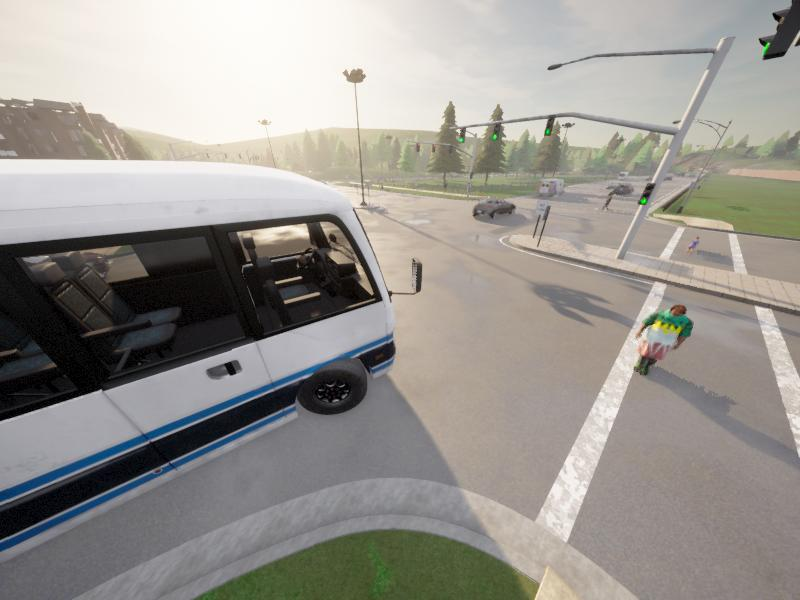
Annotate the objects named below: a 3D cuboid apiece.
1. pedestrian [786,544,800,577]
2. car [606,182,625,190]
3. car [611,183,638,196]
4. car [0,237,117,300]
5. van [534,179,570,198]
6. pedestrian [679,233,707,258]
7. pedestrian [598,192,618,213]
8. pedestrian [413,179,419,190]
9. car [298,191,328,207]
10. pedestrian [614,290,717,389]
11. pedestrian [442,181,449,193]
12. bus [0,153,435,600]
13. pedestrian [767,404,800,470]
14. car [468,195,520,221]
[{"bbox_3d":[5.009,2.642,2.027,0.751,1.860,0.751,20,36,31],"label":"pedestrian"},{"bbox_3d":[46.506,-24.635,49.739,4.718,1.301,1.895,-23,37,-34],"label":"car"},{"bbox_3d":[39.100,-19.376,40.257,4.611,1.667,2.242,-23,37,-34],"label":"car"},{"bbox_3d":[-14.762,-1.095,8.818,4.674,1.442,1.812,-23,37,-34],"label":"car"},{"bbox_3d":[24.561,-18.140,37.358,6.366,2.431,2.351,-23,37,-34],"label":"van"},{"bbox_3d":[15.477,-2.885,12.214,0.500,1.100,0.500,-25,38,-36],"label":"pedestrian"},{"bbox_3d":[21.555,-10.112,23.972,0.751,1.860,0.751,-20,36,-31],"label":"pedestrian"},{"bbox_3d":[3.173,-22.808,45.657,0.751,1.860,0.751,-20,35,-30],"label":"pedestrian"},{"bbox_3d":[-11.086,-12.821,29.205,1.994,1.385,4.181,-22,37,-33],"label":"car"},{"bbox_3d":[5.619,0.848,4.985,0.751,1.860,0.751,-23,37,-34],"label":"pedestrian"},{"bbox_3d":[7.836,-19.502,39.930,0.751,1.860,0.751,-20,36,-31],"label":"pedestrian"},{"bbox_3d":[-4.929,0.651,2.988,10.273,4.253,3.944,-18,35,-28],"label":"bus"},{"bbox_3d":[6.868,1.871,3.394,0.751,1.860,0.751,26,39,37],"label":"pedestrian"},{"bbox_3d":[9.107,-8.970,22.280,5.027,1.651,2.152,-23,37,-34],"label":"car"}]
